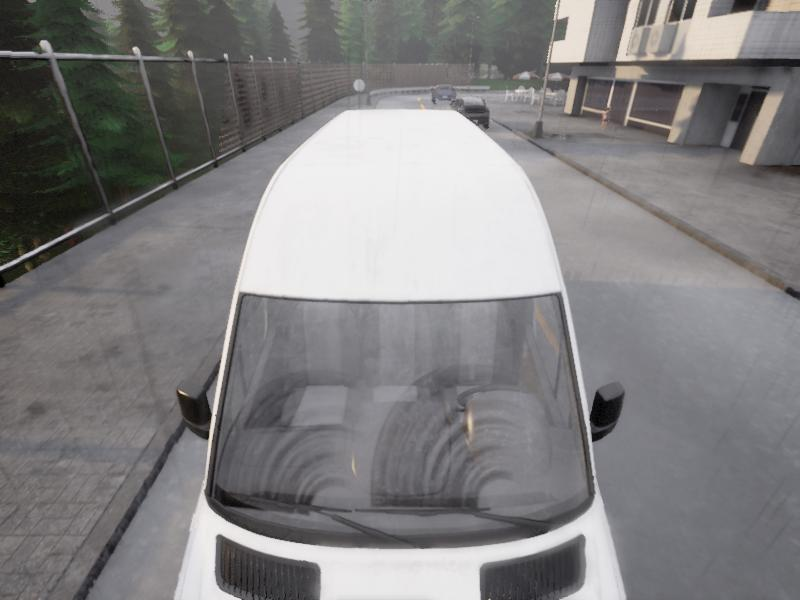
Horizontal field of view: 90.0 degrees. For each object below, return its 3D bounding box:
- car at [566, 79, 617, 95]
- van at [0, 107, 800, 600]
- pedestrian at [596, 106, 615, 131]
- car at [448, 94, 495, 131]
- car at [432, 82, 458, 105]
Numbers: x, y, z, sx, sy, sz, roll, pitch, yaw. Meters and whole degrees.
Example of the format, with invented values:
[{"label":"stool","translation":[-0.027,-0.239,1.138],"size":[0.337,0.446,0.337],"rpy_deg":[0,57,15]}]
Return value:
[{"label":"car","translation":[23.651,-26.443,49.572],"size":[5.027,1.651,2.152],"rpy_deg":[0,30,0]},{"label":"van","translation":[0.000,-0.027,3.526],"size":[1.988,2.561,5.915],"rpy_deg":[0,30,0]},{"label":"pedestrian","translation":[10.732,-9.498,20.929],"size":[0.500,1.100,0.500],"rpy_deg":[-2,30,-3]},{"label":"car","translation":[3.993,-10.968,23.254],"size":[1.837,1.490,4.892],"rpy_deg":[0,30,0]},{"label":"car","translation":[4.129,-19.391,37.516],"size":[2.152,1.651,5.027],"rpy_deg":[2,30,3]}]
